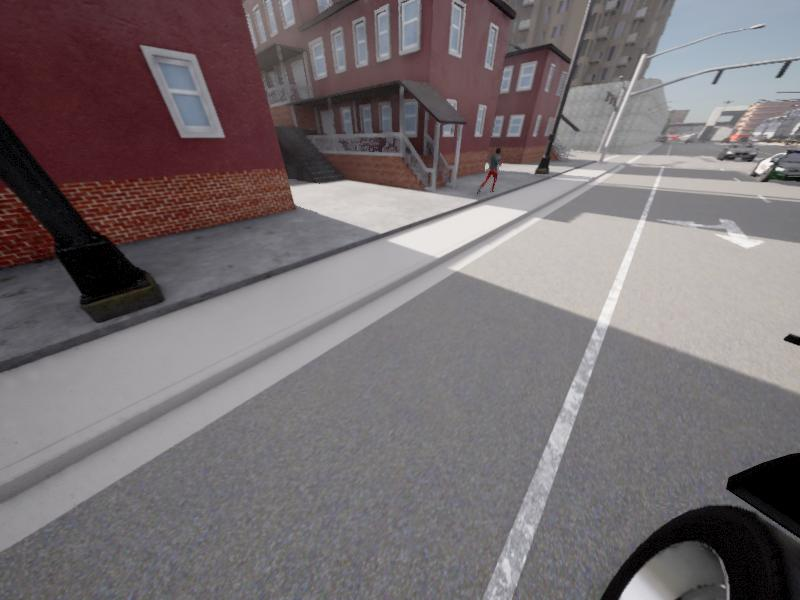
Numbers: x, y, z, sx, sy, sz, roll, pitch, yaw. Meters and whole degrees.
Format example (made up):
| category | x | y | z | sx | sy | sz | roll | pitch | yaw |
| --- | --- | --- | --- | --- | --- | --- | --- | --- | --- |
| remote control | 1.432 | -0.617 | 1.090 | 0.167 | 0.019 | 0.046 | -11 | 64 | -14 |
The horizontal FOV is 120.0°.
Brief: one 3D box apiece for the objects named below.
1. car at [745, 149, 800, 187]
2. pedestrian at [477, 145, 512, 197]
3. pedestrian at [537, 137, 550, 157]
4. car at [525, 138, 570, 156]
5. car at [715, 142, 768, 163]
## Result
| category | x | y | z | sx | sy | sz | roll | pitch | yaw |
| --- | --- | --- | --- | --- | --- | --- | --- | --- | --- |
| car | 22.875 | -7.823 | 13.507 | 2.038 | 1.542 | 4.974 | 29 | 44 | 35 |
| pedestrian | 4.018 | -5.524 | 9.910 | 0.751 | 1.860 | 0.751 | -26 | 42 | -32 |
| pedestrian | 16.993 | -18.097 | 27.326 | 0.751 | 1.860 | 0.751 | 21 | 40 | 28 |
| car | 20.857 | -21.823 | 32.869 | 4.856 | 1.649 | 2.033 | 32 | 46 | 32 |
| car | 36.183 | -15.811 | 24.648 | 2.242 | 1.667 | 4.611 | 29 | 44 | 35 |
